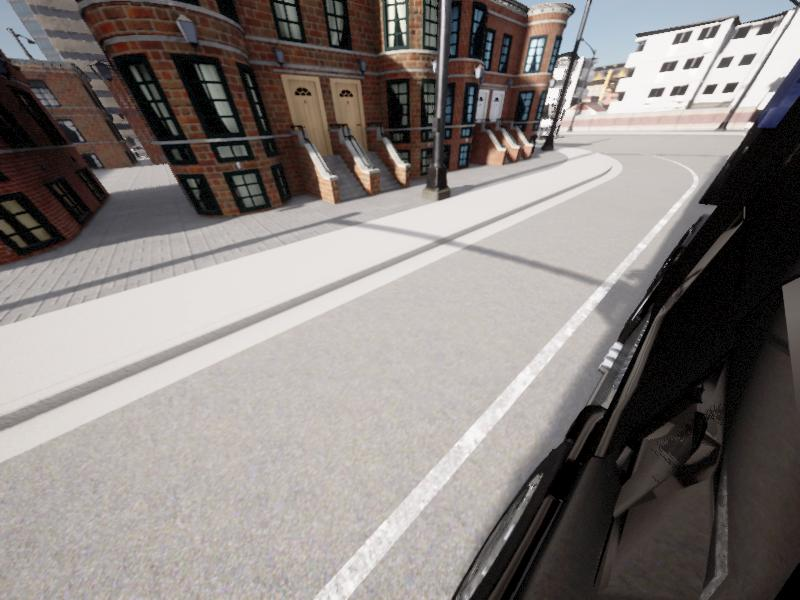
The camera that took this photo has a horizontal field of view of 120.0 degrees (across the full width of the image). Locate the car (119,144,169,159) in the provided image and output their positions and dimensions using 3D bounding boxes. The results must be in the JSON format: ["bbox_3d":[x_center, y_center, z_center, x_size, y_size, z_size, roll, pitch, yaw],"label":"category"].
[{"bbox_3d":[-37.043,-21.671,33.665,4.674,1.442,1.812,-28,44,-30],"label":"car"}]

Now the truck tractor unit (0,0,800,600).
[{"bbox_3d":[2.645,-0.295,0.351,6.516,4.208,3.053,-28,44,-30],"label":"truck tractor unit"}]

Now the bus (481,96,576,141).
[{"bbox_3d":[17.155,-25.020,32.290,3.944,4.253,10.273,-25,42,-27],"label":"bus"}]

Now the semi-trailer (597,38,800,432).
[{"bbox_3d":[8.717,-3.598,4.200,14.254,4.402,2.717,-28,44,-29],"label":"semi-trailer"}]
